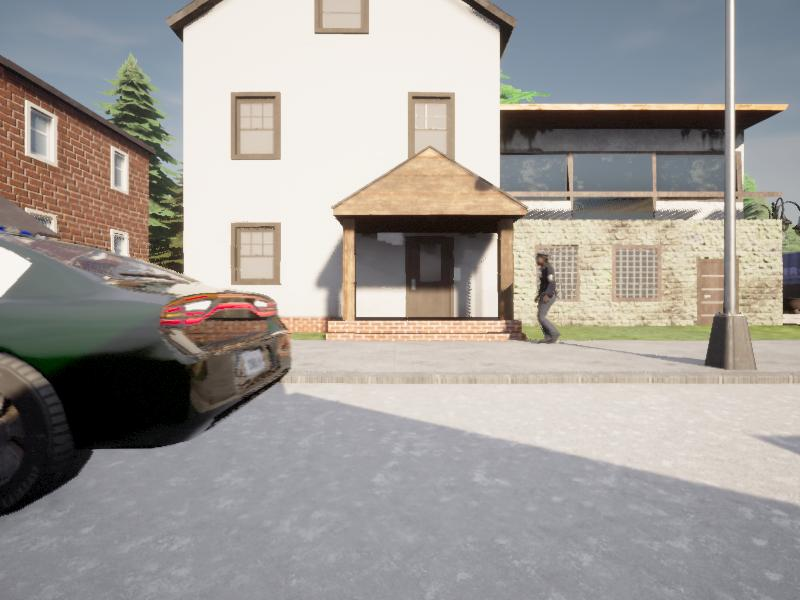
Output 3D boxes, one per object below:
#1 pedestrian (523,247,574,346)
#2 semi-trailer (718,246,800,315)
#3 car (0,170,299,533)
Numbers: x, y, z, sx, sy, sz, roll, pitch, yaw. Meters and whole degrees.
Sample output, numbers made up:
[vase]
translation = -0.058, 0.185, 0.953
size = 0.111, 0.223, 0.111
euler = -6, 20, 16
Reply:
[pedestrian]
translation = 2.909, -0.067, 7.907
size = 0.751, 1.860, 0.751
euler = 0, 0, 4
[semi-trailer]
translation = 26.915, -1.218, 24.892
size = 2.717, 4.402, 14.254
euler = 0, 0, -1
[car]
translation = -3.429, 0.225, 2.718
size = 4.974, 1.542, 2.038
euler = 0, 0, 0
